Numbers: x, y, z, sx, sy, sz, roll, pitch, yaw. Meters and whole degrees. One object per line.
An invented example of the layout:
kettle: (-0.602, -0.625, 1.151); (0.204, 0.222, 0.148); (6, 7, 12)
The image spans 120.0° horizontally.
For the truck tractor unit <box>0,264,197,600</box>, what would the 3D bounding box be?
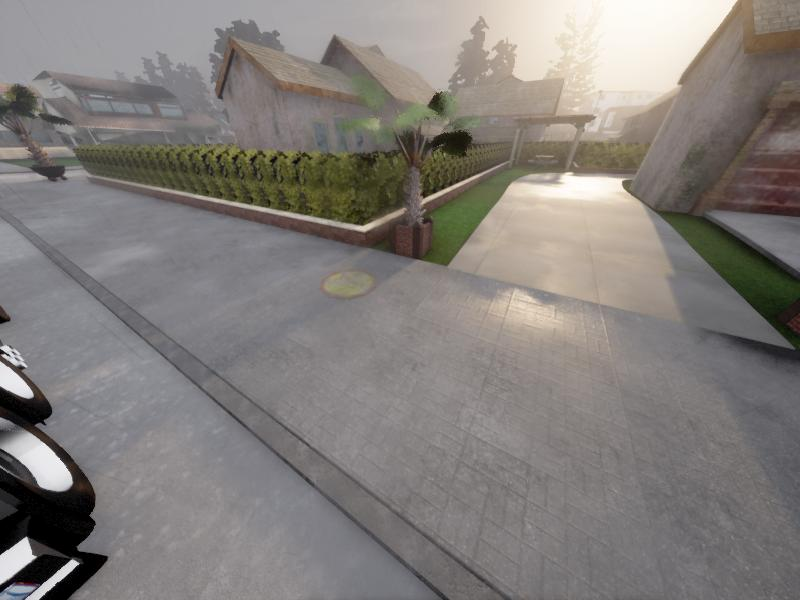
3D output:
truck tractor unit: (-5.111, -0.301, 0.780); (6.516, 4.208, 3.053); (18, 39, 24)

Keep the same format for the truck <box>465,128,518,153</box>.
truck: (17.533, -30.745, 44.625); (8.468, 3.827, 2.891); (18, 39, 24)
